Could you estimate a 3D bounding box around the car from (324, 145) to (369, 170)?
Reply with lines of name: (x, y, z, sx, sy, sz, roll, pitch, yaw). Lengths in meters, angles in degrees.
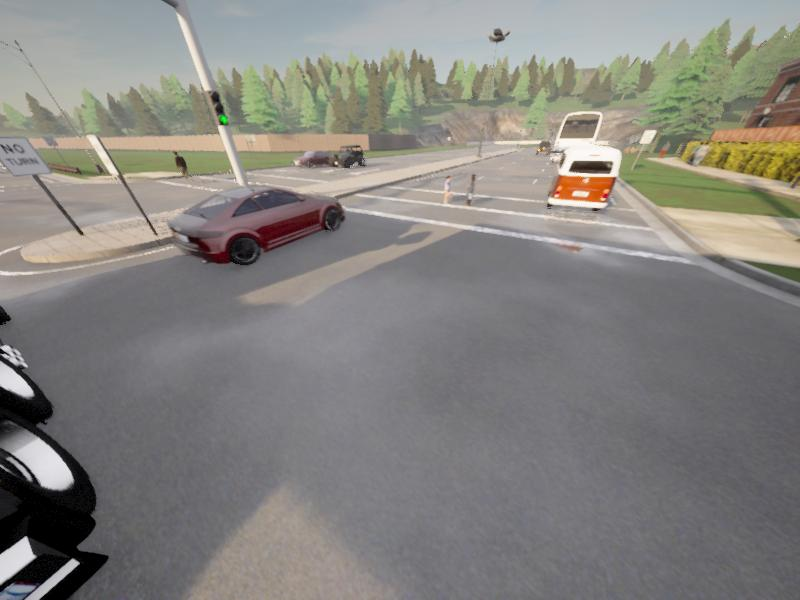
car: (-5.055, -13.892, 22.374, 1.905, 1.878, 3.866, 18, 39, 25)

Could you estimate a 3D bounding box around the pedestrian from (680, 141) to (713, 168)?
pedestrian: (24.743, -12.171, 19.327, 0.751, 1.860, 0.751, 19, 39, 25)

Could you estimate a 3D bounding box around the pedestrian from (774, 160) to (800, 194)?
pedestrian: (17.936, -5.672, 10.051, 0.751, 1.860, 0.751, 18, 39, 25)

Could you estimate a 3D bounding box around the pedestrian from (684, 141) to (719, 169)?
pedestrian: (24.195, -11.652, 18.586, 0.751, 1.860, 0.751, 19, 39, 25)

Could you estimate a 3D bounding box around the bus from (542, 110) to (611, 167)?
bus: (19.144, -17.742, 25.608, 3.944, 4.253, 10.273, 19, 39, 25)

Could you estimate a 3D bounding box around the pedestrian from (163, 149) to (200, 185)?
pedestrian: (-13.533, -8.270, 14.357, 0.751, 1.860, 0.751, 14, 37, 19)

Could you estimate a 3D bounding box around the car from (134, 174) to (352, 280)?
car: (-3.463, -2.292, 6.139, 1.994, 1.385, 4.181, 17, 39, 24)

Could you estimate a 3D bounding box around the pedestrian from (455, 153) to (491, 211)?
pedestrian: (2.757, -4.519, 8.859, 0.751, 1.860, 0.751, 28, 44, 35)

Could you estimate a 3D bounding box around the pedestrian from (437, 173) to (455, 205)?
pedestrian: (1.895, -4.588, 9.581, 0.500, 1.100, 0.500, 17, 38, 23)

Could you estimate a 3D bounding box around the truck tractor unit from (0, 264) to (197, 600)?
truck tractor unit: (-5.113, -0.298, 0.782, 6.516, 4.208, 3.053, 18, 39, 24)

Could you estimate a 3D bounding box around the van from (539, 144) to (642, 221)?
van: (7.198, -4.957, 9.289, 2.069, 2.038, 4.480, 17, 39, 23)

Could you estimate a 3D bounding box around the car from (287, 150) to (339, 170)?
car: (-8.585, -14.208, 23.253, 1.812, 1.442, 4.674, 18, 39, 25)

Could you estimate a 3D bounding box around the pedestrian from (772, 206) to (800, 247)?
pedestrian: (9.606, -2.093, 4.933, 0.751, 1.860, 0.751, 18, 39, 24)
